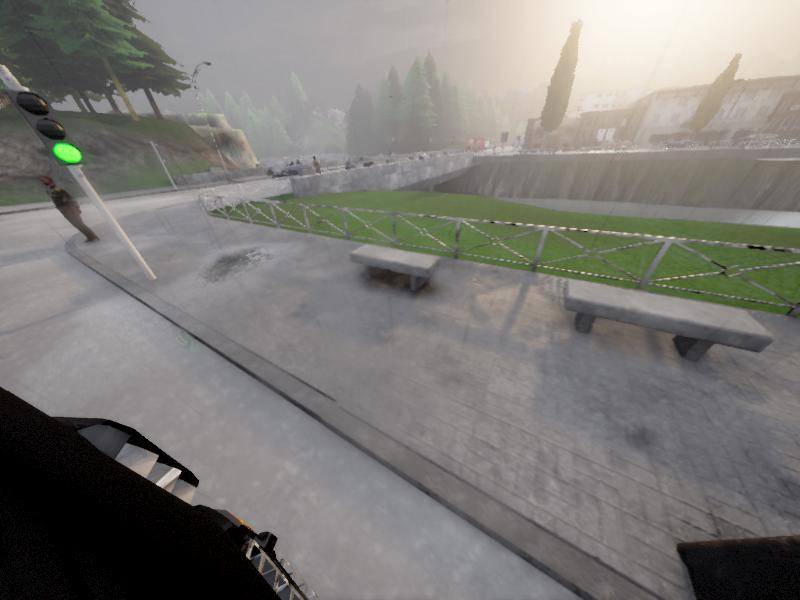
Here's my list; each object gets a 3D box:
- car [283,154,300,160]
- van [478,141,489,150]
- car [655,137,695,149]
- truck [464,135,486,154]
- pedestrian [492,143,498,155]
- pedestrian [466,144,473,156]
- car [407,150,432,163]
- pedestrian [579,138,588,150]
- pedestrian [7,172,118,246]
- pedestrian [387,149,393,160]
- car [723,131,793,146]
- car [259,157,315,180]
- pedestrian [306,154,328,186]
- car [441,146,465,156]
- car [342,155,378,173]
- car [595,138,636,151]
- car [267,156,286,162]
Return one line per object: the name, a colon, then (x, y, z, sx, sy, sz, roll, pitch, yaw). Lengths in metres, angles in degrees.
car: (-38.392, -50.517, 81.803, 1.837, 1.490, 4.892, 16, 38, 26)
van: (29.640, -55.039, 82.295, 1.988, 2.561, 5.915, 16, 38, 26)
car: (46.492, -26.679, 39.203, 3.806, 1.475, 1.970, 16, 38, 26)
truck: (20.194, -41.771, 61.897, 2.891, 3.827, 8.468, 16, 38, 26)
pedestrian: (17.832, -28.309, 43.342, 0.751, 1.860, 0.751, 13, 37, 22)
pedestrian: (13.090, -28.148, 43.467, 0.751, 1.860, 0.751, -3, 34, 0)
car: (3.346, -24.028, 38.550, 2.038, 1.542, 4.974, 16, 38, 26)
pedestrian: (36.931, -31.356, 46.429, 0.751, 1.860, 0.751, -30, 42, -34)
pedestrian: (-9.640, -2.615, 6.727, 0.751, 1.860, 0.751, -2, 34, 2)
pedestrian: (-1.887, -27.637, 43.873, 0.751, 1.860, 0.751, -29, 41, -33)
car: (54.279, -24.544, 35.222, 5.238, 1.638, 1.930, 16, 38, 26)
car: (-11.552, -13.704, 24.026, 2.242, 1.667, 4.611, 16, 38, 26)
pedestrian: (-5.854, -9.219, 16.394, 0.751, 1.860, 0.751, 16, 38, 26)
car: (12.055, -33.949, 52.738, 4.856, 1.649, 2.033, -11, 33, -11)
car: (-4.585, -16.118, 27.295, 1.816, 1.474, 4.193, 16, 38, 26)
car: (39.584, -28.692, 42.651, 5.027, 1.651, 2.152, 16, 38, 26)
car: (-39.370, -45.107, 73.745, 2.163, 1.488, 4.792, 16, 38, 26)
